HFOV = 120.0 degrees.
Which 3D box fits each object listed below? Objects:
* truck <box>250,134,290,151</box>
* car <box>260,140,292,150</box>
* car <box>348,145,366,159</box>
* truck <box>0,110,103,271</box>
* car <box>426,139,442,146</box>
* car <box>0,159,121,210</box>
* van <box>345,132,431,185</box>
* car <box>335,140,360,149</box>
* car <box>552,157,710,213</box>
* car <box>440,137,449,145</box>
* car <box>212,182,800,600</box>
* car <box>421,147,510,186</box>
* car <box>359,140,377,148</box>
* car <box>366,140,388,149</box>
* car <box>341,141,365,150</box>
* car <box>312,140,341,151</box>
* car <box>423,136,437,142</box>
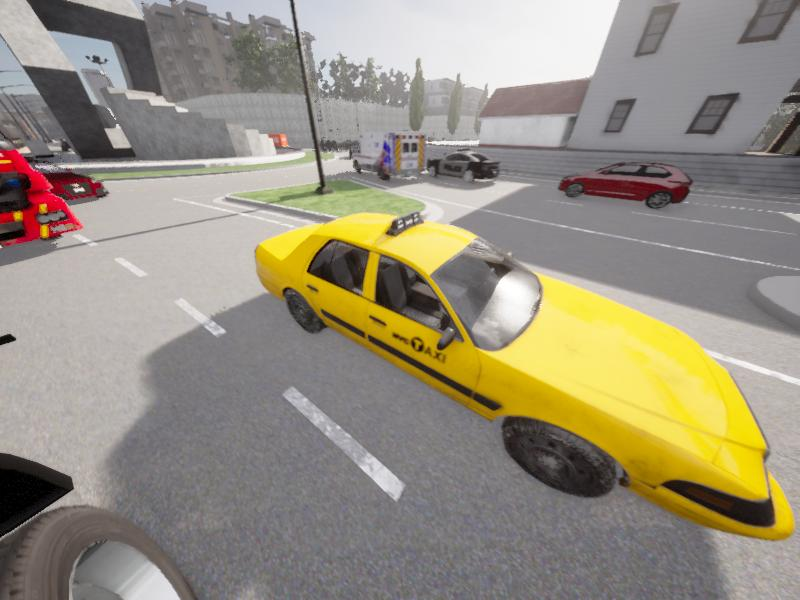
[{"bbox_3d":[-23.339,-28.452,41.736,5.204,2.467,2.627,2,35,3],"label":"truck"},{"bbox_3d":[-23.976,-30.037,44.774,5.008,1.535,1.882,3,35,3],"label":"car"},{"bbox_3d":[-5.575,-19.088,29.648,1.895,1.301,4.718,-6,36,-9],"label":"car"},{"bbox_3d":[-12.013,-3.048,4.813,8.468,3.827,2.891,12,37,16],"label":"truck"},{"bbox_3d":[9.961,-45.395,66.533,1.801,1.575,5.366,26,43,31],"label":"car"},{"bbox_3d":[-14.379,-4.693,9.239,4.181,1.385,1.994,8,36,11],"label":"car"},{"bbox_3d":[-1.038,-9.452,15.108,2.351,2.431,6.366,-21,40,-27],"label":"van"},{"bbox_3d":[-11.422,-33.916,50.319,2.038,1.542,4.974,27,43,32],"label":"car"},{"bbox_3d":[9.197,-4.961,9.655,4.193,1.474,1.816,29,44,34],"label":"car"},{"bbox_3d":[14.792,-52.642,76.434,1.905,1.878,3.866,11,37,15],"label":"car"},{"bbox_3d":[0.299,-0.156,2.740,5.366,1.575,1.801,23,41,28],"label":"car"},{"bbox_3d":[3.818,-8.618,14.637,1.930,1.638,5.238,-24,42,-30],"label":"car"},{"bbox_3d":[-7.434,-36.565,54.076,1.845,1.501,3.633,26,43,32],"label":"car"},{"bbox_3d":[-5.074,-35.034,51.930,2.038,1.542,4.974,26,43,32],"label":"car"},{"bbox_3d":[-9.622,-32.036,47.752,1.812,1.442,4.674,27,43,33],"label":"car"},{"bbox_3d":[-13.524,-28.411,42.462,4.856,1.649,2.033,21,40,26],"label":"car"},{"bbox_3d":[11.383,-61.038,87.611,4.674,1.442,1.812,31,45,29],"label":"car"}]
